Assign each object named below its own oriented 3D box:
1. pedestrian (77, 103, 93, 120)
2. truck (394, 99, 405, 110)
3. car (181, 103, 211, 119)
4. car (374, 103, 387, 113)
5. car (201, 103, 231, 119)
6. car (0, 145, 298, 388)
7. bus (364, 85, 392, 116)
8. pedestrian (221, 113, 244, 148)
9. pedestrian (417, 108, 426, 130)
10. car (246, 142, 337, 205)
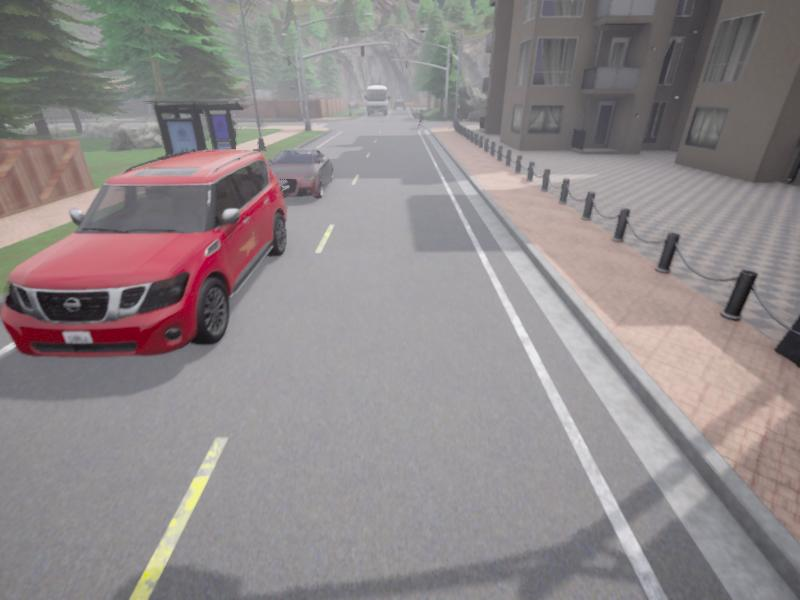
[{"bbox_3d":[-39.705,-23.756,50.465,0.751,1.860,0.751,-1,27,-1],"label":"pedestrian"},{"bbox_3d":[-0.088,-42.799,87.527,2.390,2.098,6.274,0,27,0],"label":"truck"},{"bbox_3d":[-27.582,-25.708,54.293,1.905,1.878,3.866,-1,27,-1],"label":"car"},{"bbox_3d":[-3.575,-35.403,73.806,2.128,1.511,4.902,0,27,0],"label":"car"},{"bbox_3d":[-25.078,-25.917,54.689,1.932,1.855,4.605,-1,27,-1],"label":"car"},{"bbox_3d":[-3.514,-1.164,6.659,2.150,2.045,5.566,0,27,0],"label":"car"},{"bbox_3d":[-3.448,-32.490,65.148,3.944,4.253,10.273,0,27,0],"label":"bus"},{"bbox_3d":[-10.053,-10.204,24.066,0.751,1.860,0.751,-2,27,-3],"label":"pedestrian"},{"bbox_3d":[2.013,-17.286,38.137,0.751,1.860,0.751,0,27,1],"label":"pedestrian"},{"bbox_3d":[-3.521,-4.520,13.924,1.994,1.385,4.181,0,27,0],"label":"car"}]
